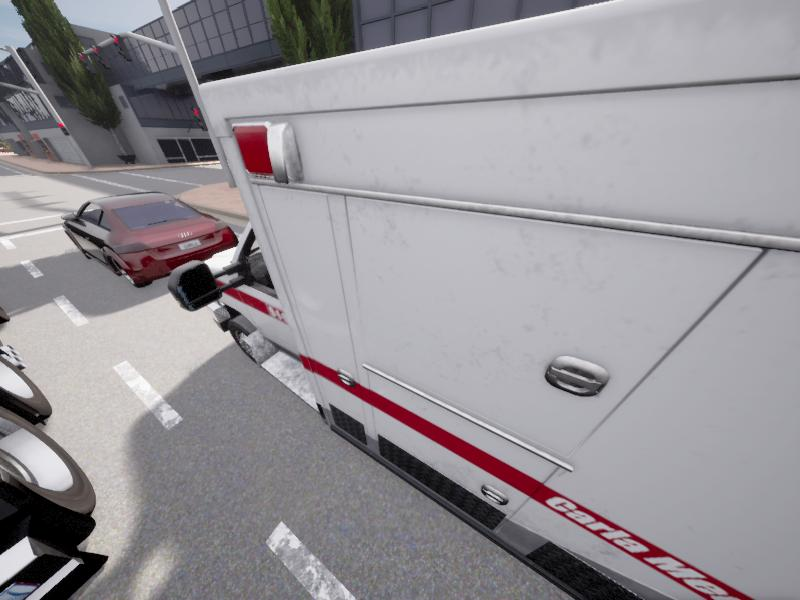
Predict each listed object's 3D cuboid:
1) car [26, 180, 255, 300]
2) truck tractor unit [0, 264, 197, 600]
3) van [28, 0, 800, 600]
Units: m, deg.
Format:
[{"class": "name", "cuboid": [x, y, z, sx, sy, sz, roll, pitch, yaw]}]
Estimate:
[{"class": "car", "cuboid": [-5.733, -1.646, 5.205, 4.181, 1.385, 1.994, 18, 39, 24]}, {"class": "truck tractor unit", "cuboid": [-5.112, -0.300, 0.779, 6.516, 4.208, 3.053, 18, 39, 24]}, {"class": "van", "cuboid": [0.807, 0.051, 1.793, 6.366, 2.431, 2.351, 18, 39, 24]}]
